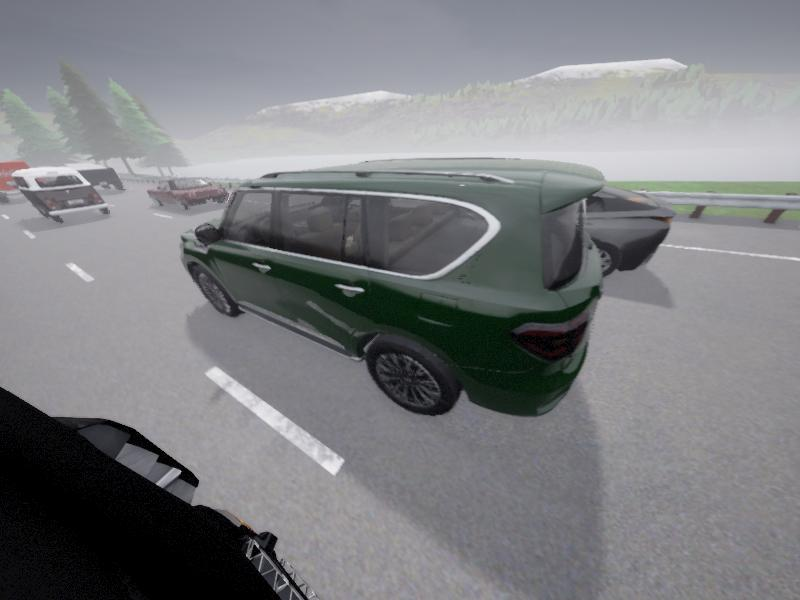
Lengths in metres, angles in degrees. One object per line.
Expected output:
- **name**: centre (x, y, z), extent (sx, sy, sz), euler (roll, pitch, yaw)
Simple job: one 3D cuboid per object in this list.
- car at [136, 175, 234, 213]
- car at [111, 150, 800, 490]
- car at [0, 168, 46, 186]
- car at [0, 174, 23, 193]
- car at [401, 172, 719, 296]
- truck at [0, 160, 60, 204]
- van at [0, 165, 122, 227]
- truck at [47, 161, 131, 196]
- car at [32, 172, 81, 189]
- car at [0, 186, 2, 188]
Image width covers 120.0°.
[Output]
- **car**: centre (-11.090, -5.565, 11.914), extent (4.718, 1.301, 1.895), euler (16, 38, 26)
- **car**: centre (-0.768, -0.664, 3.121), extent (5.566, 2.045, 2.150), euler (16, 38, 26)
- **car**: centre (-49.330, -16.110, 30.133), extent (4.605, 1.855, 1.932), euler (13, 37, 21)
- **car**: centre (-40.342, -11.645, 23.129), extent (4.193, 1.474, 1.816), euler (15, 38, 24)
- **car**: centre (2.516, -1.765, 4.968), extent (4.514, 1.525, 2.007), euler (16, 38, 26)
- **truck**: centre (-29.266, -8.992, 17.402), extent (5.204, 2.467, 2.627), euler (16, 38, 26)
- **van**: centre (-15.777, -4.958, 10.711), extent (4.480, 2.038, 2.069), euler (16, 38, 26)
- **truck**: centre (-25.614, -10.051, 19.023), extent (6.274, 2.098, 2.390), euler (16, 38, 26)
- **car**: centre (-37.051, -12.927, 24.938), extent (4.718, 1.301, 1.895), euler (15, 38, 25)
- **car**: centre (-50.341, -13.951, 27.518), extent (4.718, 1.301, 1.895), euler (12, 37, 21)
